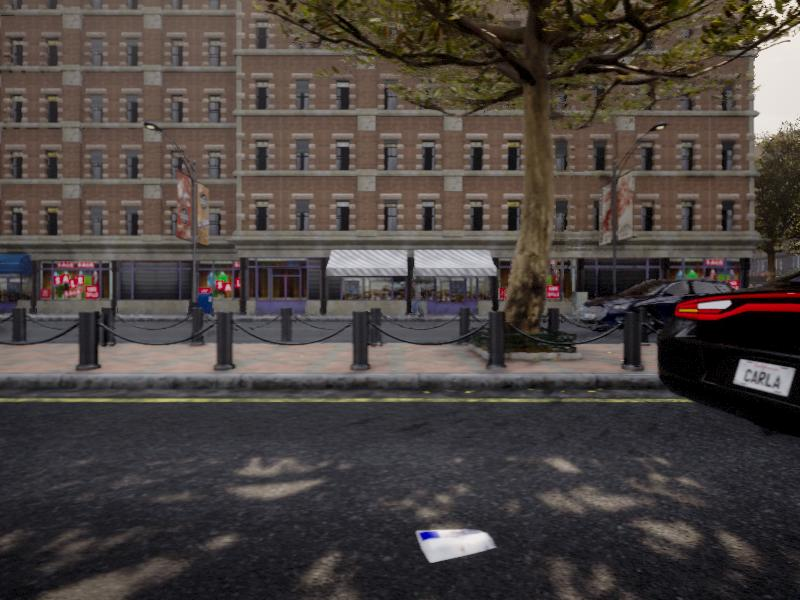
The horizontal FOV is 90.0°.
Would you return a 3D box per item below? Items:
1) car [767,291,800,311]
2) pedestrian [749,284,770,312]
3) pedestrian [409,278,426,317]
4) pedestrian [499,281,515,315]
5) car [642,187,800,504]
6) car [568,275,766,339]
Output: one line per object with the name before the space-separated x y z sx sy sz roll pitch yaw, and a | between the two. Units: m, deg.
car | 36.052 0.101 35.912 2.097 1.767 4.553 0 0 0
pedestrian | 24.199 -0.111 26.956 0.751 1.860 0.751 0 0 -10
pedestrian | 0.843 -0.115 19.828 0.751 1.860 0.751 0 0 -4
pedestrian | 6.070 -0.114 22.700 0.751 1.860 0.751 0 0 7
car | 4.436 0.226 2.200 4.974 1.542 2.038 0 0 0
car | 7.785 0.179 11.841 4.856 1.649 2.033 0 0 -11
